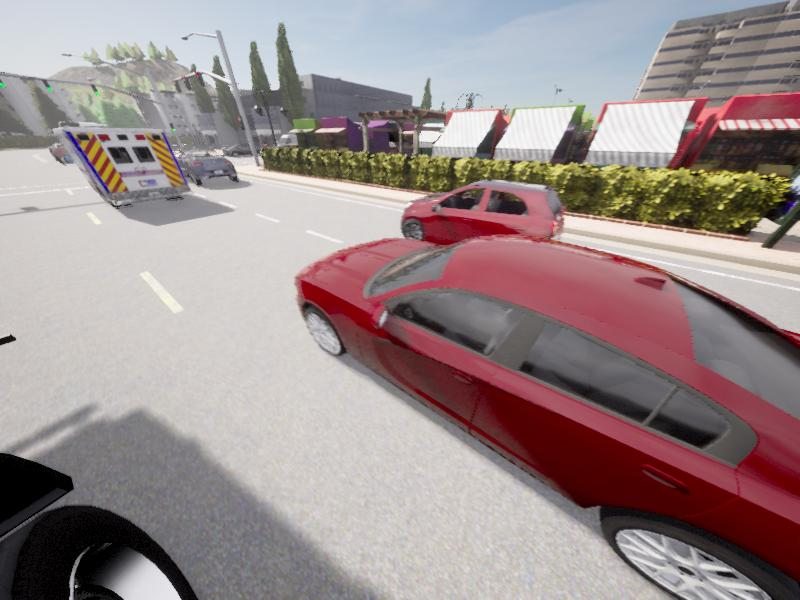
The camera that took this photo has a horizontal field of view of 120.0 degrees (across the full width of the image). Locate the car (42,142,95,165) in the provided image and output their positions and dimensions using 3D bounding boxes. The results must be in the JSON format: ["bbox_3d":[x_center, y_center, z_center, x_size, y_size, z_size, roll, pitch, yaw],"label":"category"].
[{"bbox_3d":[-33.356,-14.810,23.221,5.027,1.651,2.152,23,41,28],"label":"car"}]

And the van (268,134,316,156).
[{"bbox_3d":[-16.137,-23.544,34.954,1.988,2.561,5.915,24,42,30],"label":"van"}]

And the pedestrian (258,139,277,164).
[{"bbox_3d":[-11.865,-13.294,20.738,0.751,1.860,0.751,28,44,34],"label":"pedestrian"}]

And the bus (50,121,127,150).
[{"bbox_3d":[-61.138,-32.669,46.033,3.944,4.253,10.273,-13,37,-18],"label":"bus"}]

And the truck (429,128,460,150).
[{"bbox_3d":[10.265,-36.838,52.908,2.891,3.827,8.468,24,42,30],"label":"truck"}]

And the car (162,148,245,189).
[{"bbox_3d":[-11.631,-7.932,13.649,5.027,1.651,2.152,26,43,32],"label":"car"}]

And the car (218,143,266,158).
[{"bbox_3d":[-20.679,-19.774,30.448,2.007,1.525,4.514,25,42,30],"label":"car"}]

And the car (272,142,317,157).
[{"bbox_3d":[-14.560,-21.000,32.191,1.801,1.575,5.366,25,42,31],"label":"car"}]

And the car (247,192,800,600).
[{"bbox_3d":[0.944,0.197,2.302,5.008,1.535,1.882,23,41,29],"label":"car"}]

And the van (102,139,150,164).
[{"bbox_3d":[-27.616,-15.019,23.249,4.442,1.987,1.775,23,41,29],"label":"van"}]

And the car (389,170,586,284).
[{"bbox_3d":[1.752,-1.964,5.380,3.633,1.501,1.845,23,41,29],"label":"car"}]

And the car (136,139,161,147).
[{"bbox_3d":[-59.748,-37.397,55.040,1.851,1.617,3.988,-4,35,-6],"label":"car"}]

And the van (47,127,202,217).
[{"bbox_3d":[-11.287,-5.450,9.435,6.366,2.431,2.351,23,41,29],"label":"van"}]
